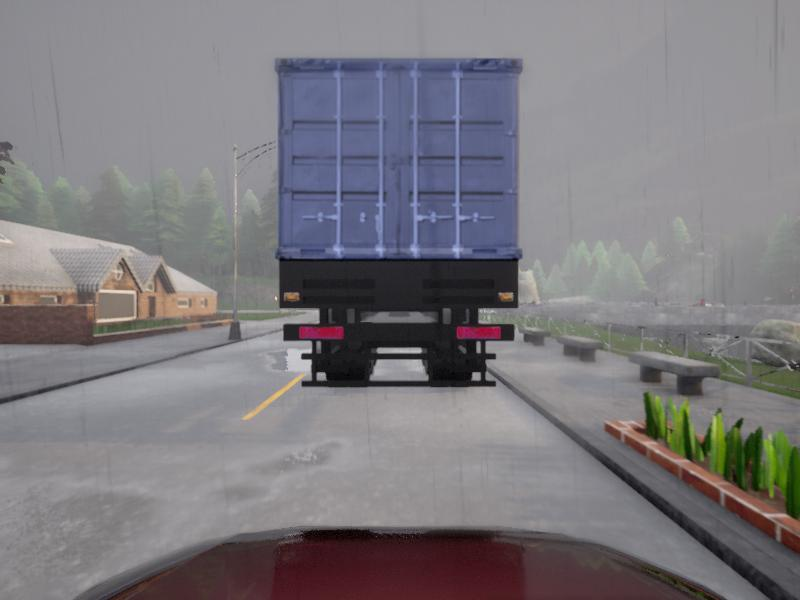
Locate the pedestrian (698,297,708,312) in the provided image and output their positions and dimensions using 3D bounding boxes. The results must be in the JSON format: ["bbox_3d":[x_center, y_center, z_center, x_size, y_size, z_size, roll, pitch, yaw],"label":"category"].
[{"bbox_3d":[37.345,0.575,49.280,0.751,1.860,0.751,0,0,9],"label":"pedestrian"}]

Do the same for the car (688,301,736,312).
[{"bbox_3d":[42.238,0.872,54.253,4.974,1.542,2.038,0,0,0],"label":"car"}]

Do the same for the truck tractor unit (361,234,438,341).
[{"bbox_3d":[-0.030,-0.481,19.097,3.053,4.208,6.516,0,0,0],"label":"truck tractor unit"}]

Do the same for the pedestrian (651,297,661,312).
[{"bbox_3d":[31.311,0.575,48.889,0.751,1.860,0.751,0,0,-1],"label":"pedestrian"}]

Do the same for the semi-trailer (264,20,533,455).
[{"bbox_3d":[-0.019,-0.610,11.177,2.717,4.402,14.254,0,0,0],"label":"semi-trailer"}]
